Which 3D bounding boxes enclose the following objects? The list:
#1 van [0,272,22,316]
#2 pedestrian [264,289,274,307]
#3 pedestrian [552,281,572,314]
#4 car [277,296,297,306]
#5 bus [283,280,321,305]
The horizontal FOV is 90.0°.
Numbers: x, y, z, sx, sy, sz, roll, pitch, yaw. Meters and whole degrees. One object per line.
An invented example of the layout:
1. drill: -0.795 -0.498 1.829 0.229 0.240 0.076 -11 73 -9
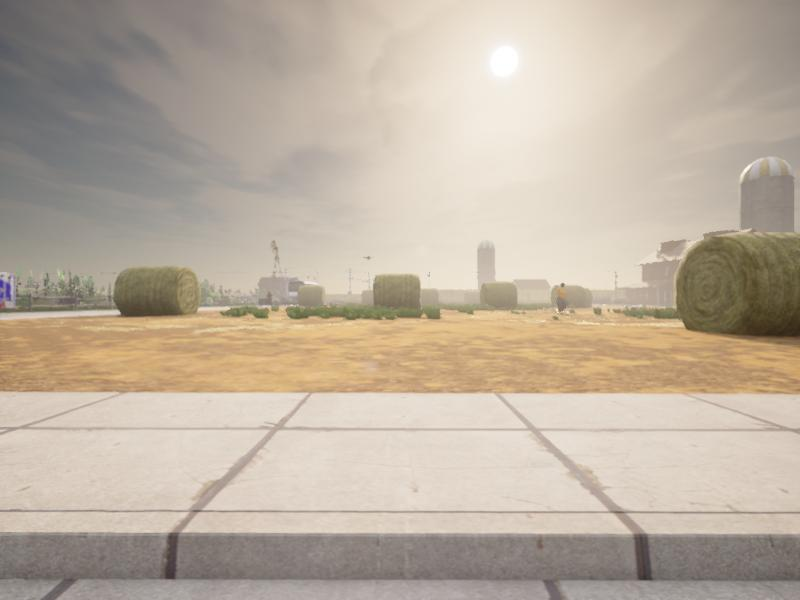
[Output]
1. van: -23.394 -0.326 20.202 2.351 2.431 6.366 0 0 3
2. pedestrian: -13.831 -0.191 42.368 0.751 1.860 0.751 0 0 7
3. pedestrian: 9.306 -0.118 22.986 0.751 1.860 0.751 0 0 -13
4. car: -17.829 0.166 63.155 1.816 1.474 4.193 0 0 3
5. bus: -17.487 -1.225 72.674 3.944 4.253 10.273 0 0 3
